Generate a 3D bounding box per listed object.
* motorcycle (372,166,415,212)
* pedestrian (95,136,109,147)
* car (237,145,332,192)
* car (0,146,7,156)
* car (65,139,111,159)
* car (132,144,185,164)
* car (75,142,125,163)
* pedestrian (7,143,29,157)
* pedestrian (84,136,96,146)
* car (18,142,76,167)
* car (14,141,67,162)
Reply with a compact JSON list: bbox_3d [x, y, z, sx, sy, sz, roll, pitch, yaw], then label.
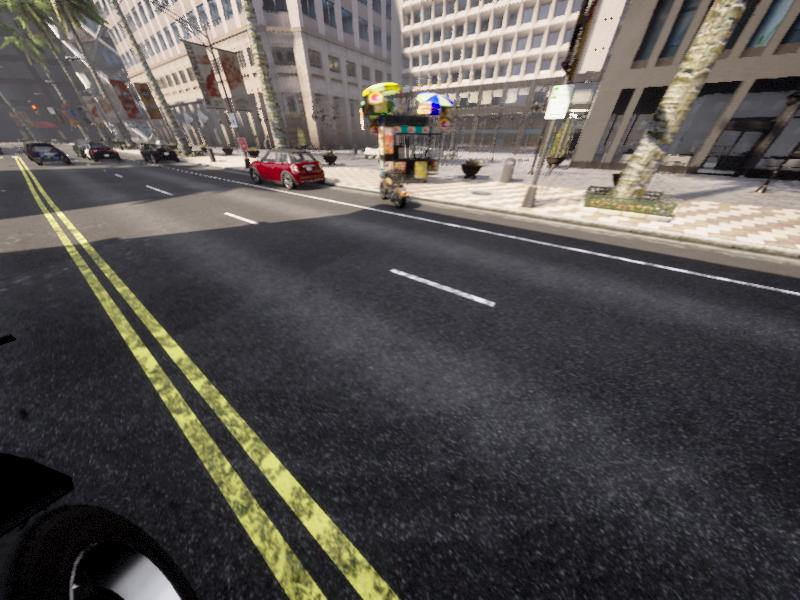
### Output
[{"bbox_3d":[-0.312,-4.485,9.185,0.764,1.277,2.356,-15,38,-20],"label":"motorcycle"},{"bbox_3d":[-61.633,-32.848,47.774,0.751,1.860,0.751,1,35,1],"label":"pedestrian"},{"bbox_3d":[-6.252,-7.252,12.543,4.553,1.767,2.185,22,41,28],"label":"car"},{"bbox_3d":[-52.521,-19.292,29.330,4.792,1.488,2.163,23,41,28],"label":"car"},{"bbox_3d":[-36.020,-17.490,26.691,4.553,1.767,2.097,23,41,28],"label":"car"},{"bbox_3d":[-24.073,-14.628,23.049,4.792,1.488,2.163,22,41,28],"label":"car"},{"bbox_3d":[-30.921,-15.250,23.808,4.974,1.542,2.038,23,41,28],"label":"car"},{"bbox_3d":[-45.438,-17.840,27.468,0.751,1.300,0.751,21,40,26],"label":"pedestrian"},{"bbox_3d":[-66.306,-34.058,49.434,0.751,1.860,0.751,-28,44,-34],"label":"pedestrian"},{"bbox_3d":[-31.538,-13.063,20.623,4.856,1.649,2.033,23,41,28],"label":"car"},{"bbox_3d":[-37.096,-15.406,23.838,4.611,1.667,2.242,23,41,28],"label":"car"}]
